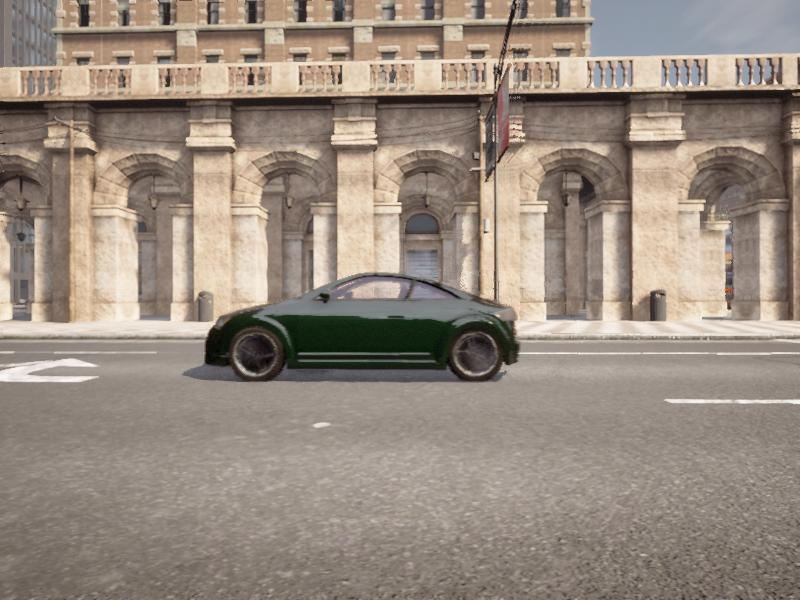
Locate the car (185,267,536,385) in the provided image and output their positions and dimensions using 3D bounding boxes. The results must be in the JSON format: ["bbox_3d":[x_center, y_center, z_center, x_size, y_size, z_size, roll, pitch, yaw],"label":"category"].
[{"bbox_3d":[-0.465,0.311,5.751,4.181,1.385,1.994,0,0,2],"label":"car"}]

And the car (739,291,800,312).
[{"bbox_3d":[30.694,0.110,32.680,2.033,1.649,4.856,0,0,2],"label":"car"}]

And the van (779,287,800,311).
[{"bbox_3d":[34.204,-0.077,32.966,1.775,1.987,4.442,0,0,2],"label":"van"}]
